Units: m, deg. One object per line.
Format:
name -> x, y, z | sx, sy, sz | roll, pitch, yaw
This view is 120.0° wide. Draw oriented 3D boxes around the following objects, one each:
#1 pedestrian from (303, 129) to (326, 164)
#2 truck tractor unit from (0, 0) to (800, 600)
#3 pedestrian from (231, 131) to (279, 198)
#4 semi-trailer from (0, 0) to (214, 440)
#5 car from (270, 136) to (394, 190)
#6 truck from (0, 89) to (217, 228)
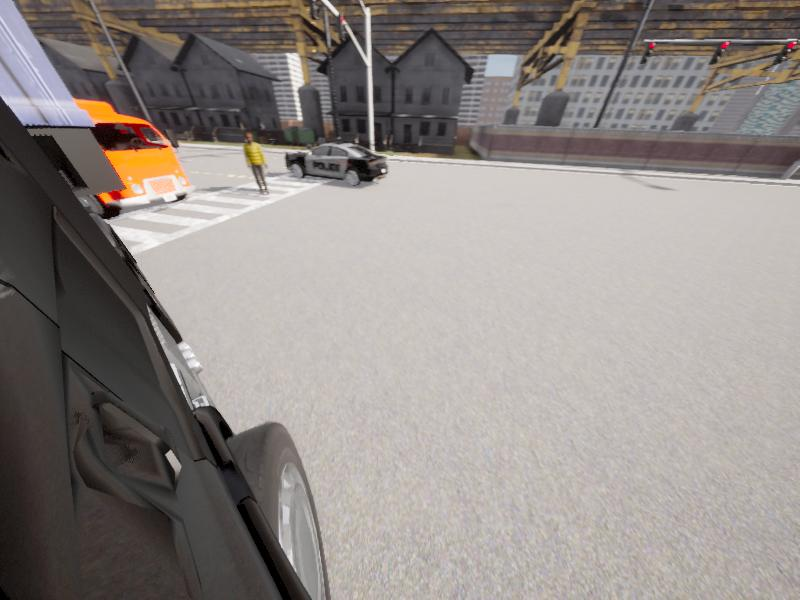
pedestrian -> -5.493, -9.928, 14.970 | 0.751, 1.860, 0.751 | 17, 39, 19
truck tractor unit -> -2.645, -0.295, 0.352 | 6.516, 4.208, 3.053 | 28, 44, 30
pedestrian -> -4.867, -4.589, 7.888 | 0.751, 1.860, 0.751 | -8, 38, -13
semi-trailer -> -9.810, -2.420, 2.639 | 14.254, 4.402, 2.717 | 13, 38, 13
car -> -3.069, -6.512, 10.767 | 5.238, 1.638, 1.930 | 16, 39, 17
truck -> -8.844, -3.863, 6.259 | 5.204, 2.467, 2.627 | 8, 37, 9
